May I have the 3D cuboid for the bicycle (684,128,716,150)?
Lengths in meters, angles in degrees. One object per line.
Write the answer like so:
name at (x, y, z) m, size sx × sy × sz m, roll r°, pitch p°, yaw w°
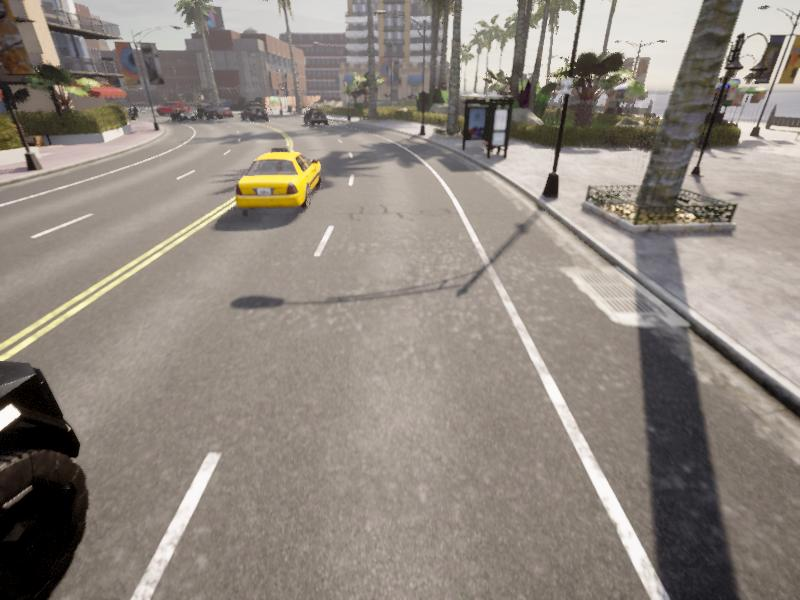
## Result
bicycle at (17.150, -9.233, 22.946) m, size 0.373 × 1.024 × 1.643 m, roll 0°, pitch 27°, yaw -1°

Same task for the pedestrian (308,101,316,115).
pedestrian at (-13.580, -29.559, 61.483) m, size 0.751 × 1.860 × 0.751 m, roll -20°, pitch 34°, yaw -34°

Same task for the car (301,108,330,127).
car at (-9.113, -19.583, 42.804) m, size 1.851 × 1.617 × 3.988 m, roll -13°, pitch 30°, yaw -23°

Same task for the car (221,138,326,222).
car at (-3.643, -4.022, 12.678) m, size 1.801 × 1.575 × 5.366 m, roll -1°, pitch 27°, yaw -2°

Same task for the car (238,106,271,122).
car at (-18.111, -23.113, 49.625) m, size 2.242 × 1.667 × 4.611 m, roll -19°, pitch 33°, yaw -33°

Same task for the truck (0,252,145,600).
truck at (-3.504, 2.051, 0.356) m, size 2.390 × 2.098 × 6.274 m, roll 0°, pitch 27°, yaw 0°

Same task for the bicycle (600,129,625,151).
bicycle at (12.121, -9.195, 22.902) m, size 0.373 × 1.024 × 1.643 m, roll 0°, pitch 27°, yaw -1°

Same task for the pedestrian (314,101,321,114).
pedestrian at (-12.678, -29.533, 61.427) m, size 0.751 × 1.860 × 0.751 m, roll 7°, pitch 28°, yaw 13°

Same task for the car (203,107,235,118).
car at (-25.725, -26.664, 56.843) m, size 4.181 × 1.385 × 1.994 m, roll 18°, pitch 33°, yaw 32°

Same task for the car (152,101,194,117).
car at (-34.945, -29.440, 61.565) m, size 5.566 × 2.045 × 2.150 m, roll 11°, pitch 29°, yaw 20°

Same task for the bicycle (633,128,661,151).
bicycle at (14.133, -9.210, 22.919) m, size 0.373 × 1.024 × 1.643 m, roll 0°, pitch 27°, yaw -1°

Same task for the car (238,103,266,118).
car at (-21.137, -27.053, 57.027) m, size 3.866 × 1.878 × 1.905 m, roll 23°, pitch 35°, yaw 37°

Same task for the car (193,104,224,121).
car at (-24.879, -24.424, 51.956) m, size 3.866 × 1.878 × 1.905 m, roll 24°, pitch 36°, yaw 38°

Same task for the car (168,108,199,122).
car at (-26.798, -22.862, 49.396) m, size 3.806 × 1.475 × 1.970 m, roll 24°, pitch 36°, yaw 39°

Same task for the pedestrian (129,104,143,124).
pedestrian at (-28.872, -20.360, 43.762) m, size 0.751 × 1.860 × 0.751 m, roll -23°, pitch 35°, yaw -37°
